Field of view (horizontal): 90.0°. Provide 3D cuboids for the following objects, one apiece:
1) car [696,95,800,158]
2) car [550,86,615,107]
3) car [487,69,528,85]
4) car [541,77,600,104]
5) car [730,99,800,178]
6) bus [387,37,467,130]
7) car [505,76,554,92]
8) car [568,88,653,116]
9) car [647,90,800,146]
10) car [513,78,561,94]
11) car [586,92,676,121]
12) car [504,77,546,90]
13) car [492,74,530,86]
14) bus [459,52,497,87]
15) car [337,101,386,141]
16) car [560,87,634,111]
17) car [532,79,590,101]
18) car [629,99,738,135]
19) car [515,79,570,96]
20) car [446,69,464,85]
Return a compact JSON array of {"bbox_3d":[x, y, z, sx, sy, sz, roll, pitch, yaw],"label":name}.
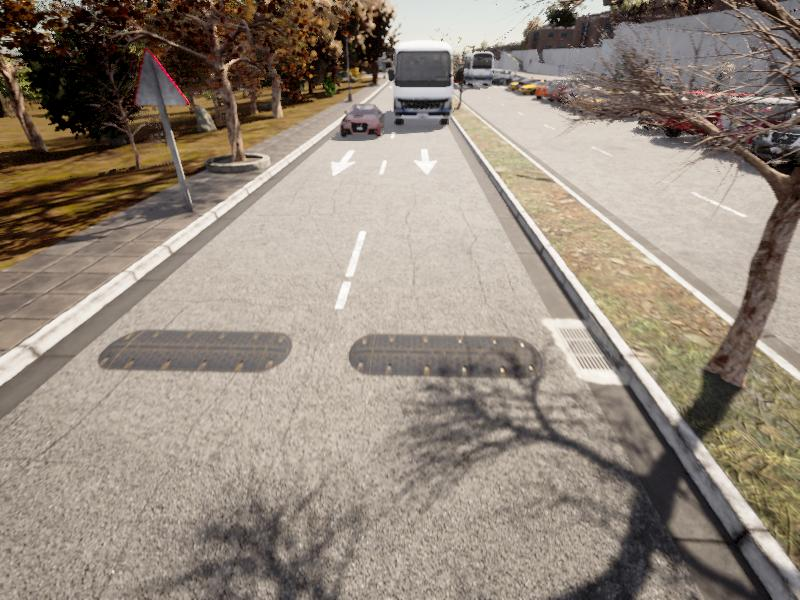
[{"bbox_3d":[14.784,-7.025,16.054,4.442,1.987,1.878,-9,32,-16],"label":"car"},{"bbox_3d":[15.571,-17.439,34.206,4.674,1.452,2.002,-9,32,-16],"label":"car"},{"bbox_3d":[16.682,-34.612,62.163,5.566,2.045,2.435,-9,32,-16],"label":"car"},{"bbox_3d":[15.567,-19.175,36.587,4.442,1.987,1.878,-9,33,-16],"label":"car"},{"bbox_3d":[14.771,-5.555,13.492,5.566,2.045,2.435,-9,32,-16],"label":"car"},{"bbox_3d":[1.508,-13.778,25.297,3.944,4.253,10.273,1,31,2],"label":"bus"},{"bbox_3d":[15.989,-26.685,49.454,5.366,1.575,1.946,-9,33,-16],"label":"car"},{"bbox_3d":[15.206,-14.390,29.000,5.366,1.575,1.946,-9,32,-16],"label":"car"},{"bbox_3d":[15.019,-8.580,18.663,5.566,2.045,2.435,-9,32,-16],"label":"car"},{"bbox_3d":[16.092,-25.149,46.983,4.792,1.488,2.163,-9,32,-16],"label":"car"},{"bbox_3d":[15.255,-12.866,26.497,4.792,1.488,2.163,-9,32,-16],"label":"car"},{"bbox_3d":[16.257,-28.217,52.082,4.674,1.452,2.002,-9,32,-16],"label":"car"},{"bbox_3d":[16.565,-32.853,59.720,4.892,1.521,2.231,-9,33,-16],"label":"car"},{"bbox_3d":[11.392,-34.529,59.857,3.944,4.253,10.273,1,31,2],"label":"bus"},{"bbox_3d":[-1.826,-9.190,20.353,1.994,1.385,4.181,1,30,2],"label":"car"},{"bbox_3d":[15.505,-15.922,31.650,4.792,1.488,2.163,-9,32,-16],"label":"car"},{"bbox_3d":[15.744,-20.647,39.229,4.553,1.767,2.185,-9,32,-16],"label":"car"},{"bbox_3d":[15.083,-9.834,21.372,4.674,1.452,2.002,-9,32,-16],"label":"car"},{"bbox_3d":[15.792,-23.598,44.352,5.366,1.575,1.946,-9,33,-16],"label":"car"},{"bbox_3d":[8.602,-35.110,62.979,2.150,2.045,5.566,1,31,2],"label":"car"}]
